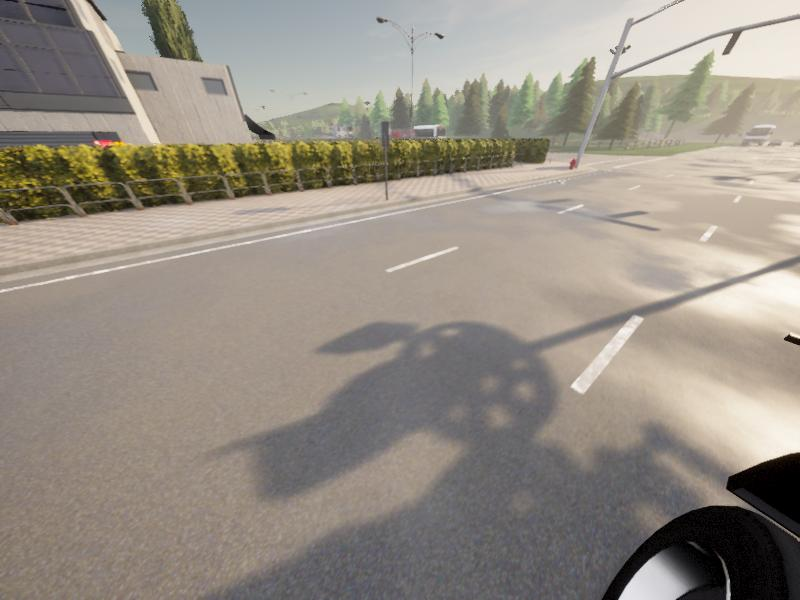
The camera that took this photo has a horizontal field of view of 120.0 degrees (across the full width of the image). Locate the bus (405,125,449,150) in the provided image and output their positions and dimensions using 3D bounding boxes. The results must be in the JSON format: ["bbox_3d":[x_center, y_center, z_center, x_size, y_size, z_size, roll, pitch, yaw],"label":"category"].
[{"bbox_3d":[5.642,-36.622,52.118,3.944,4.253,10.273,-22,41,-28],"label":"bus"}]

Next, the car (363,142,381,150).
[{"bbox_3d":[-6.432,-34.939,52.268,1.812,1.442,4.674,-22,41,-28],"label":"car"}]

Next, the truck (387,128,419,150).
[{"bbox_3d":[0.521,-37.252,53.425,2.891,3.827,8.468,-22,41,-28],"label":"truck"}]
